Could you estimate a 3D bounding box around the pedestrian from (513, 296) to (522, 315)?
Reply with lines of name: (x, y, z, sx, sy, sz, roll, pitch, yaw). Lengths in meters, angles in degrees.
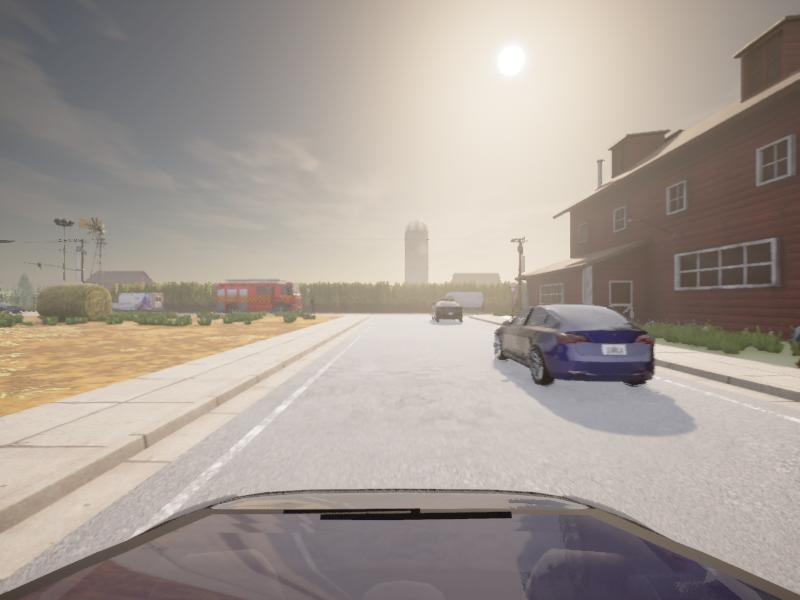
pedestrian: (11.304, 0.524, 38.526, 0.751, 1.860, 0.751, 0, 0, 7)

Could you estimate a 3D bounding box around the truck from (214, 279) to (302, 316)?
truck: (-15.148, -0.280, 43.205, 8.468, 3.827, 2.891, 0, 0, 1)

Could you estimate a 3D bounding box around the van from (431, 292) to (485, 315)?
van: (6.659, 0.363, 46.393, 5.915, 2.561, 1.988, 0, 0, 1)

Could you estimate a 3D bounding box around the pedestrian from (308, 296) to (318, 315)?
pedestrian: (-8.569, 0.524, 39.301, 0.751, 1.860, 0.751, 0, 0, 13)

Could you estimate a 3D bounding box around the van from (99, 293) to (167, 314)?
van: (-31.246, 0.419, 46.958, 6.366, 2.431, 2.351, 0, 0, 1)

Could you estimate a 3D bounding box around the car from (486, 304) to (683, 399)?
car: (3.499, 0.854, 8.881, 2.163, 1.488, 4.792, 0, 0, 0)

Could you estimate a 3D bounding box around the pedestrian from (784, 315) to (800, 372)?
pedestrian: (8.224, 0.868, 8.074, 0.500, 1.100, 0.500, 0, 0, 16)

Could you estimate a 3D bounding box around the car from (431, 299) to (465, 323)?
car: (3.495, 0.781, 30.228, 1.930, 1.638, 5.238, 0, 0, 0)

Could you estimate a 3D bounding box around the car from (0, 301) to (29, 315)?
car: (-44.040, 0.891, 43.739, 4.792, 1.488, 2.163, 0, 0, -8)
